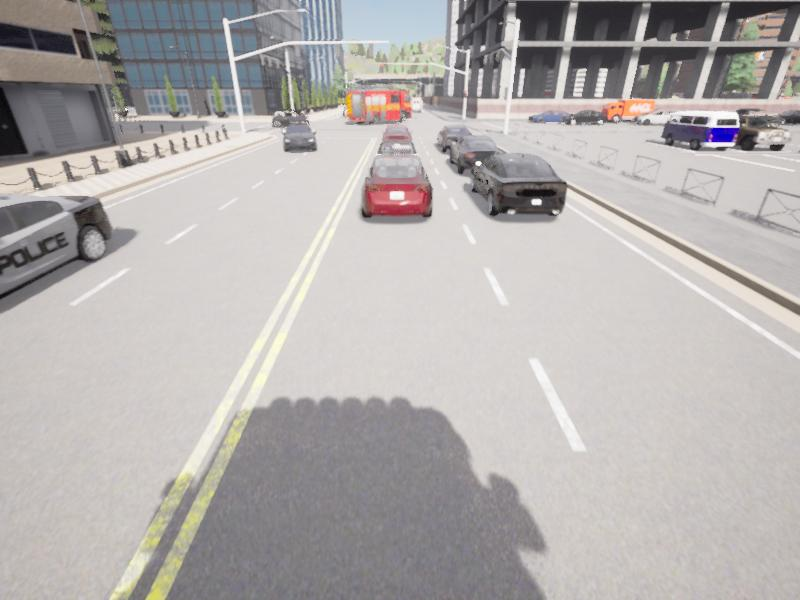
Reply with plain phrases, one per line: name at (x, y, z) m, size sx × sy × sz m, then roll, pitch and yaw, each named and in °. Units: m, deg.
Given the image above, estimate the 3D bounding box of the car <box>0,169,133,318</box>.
car at (-7.046, -0.818, 6.417) m, size 1.930 × 1.638 × 5.238 m, roll 0°, pitch 27°, yaw 0°

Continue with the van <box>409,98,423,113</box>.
van at (2.994, -37.028, 76.071) m, size 2.351 × 2.431 × 6.366 m, roll 0°, pitch 27°, yaw 0°

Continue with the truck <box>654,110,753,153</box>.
truck at (17.483, -9.967, 23.464) m, size 2.069 × 2.038 × 4.478 m, roll 0°, pitch 27°, yaw 0°

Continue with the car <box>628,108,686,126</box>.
car at (27.887, -19.943, 43.557) m, size 4.611 × 1.667 × 2.242 m, roll 0°, pitch 27°, yaw 0°

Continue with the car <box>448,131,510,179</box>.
car at (3.372, -6.636, 17.978) m, size 1.812 × 1.442 × 4.674 m, roll 0°, pitch 27°, yaw 0°

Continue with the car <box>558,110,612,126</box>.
car at (20.052, -19.836, 43.530) m, size 4.892 × 1.490 × 1.837 m, roll 0°, pitch 27°, yaw 0°

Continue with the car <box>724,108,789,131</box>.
car at (33.150, -16.861, 37.324) m, size 3.866 × 1.878 × 1.905 m, roll 0°, pitch 27°, yaw 0°

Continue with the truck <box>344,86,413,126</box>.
truck at (-2.244, -22.415, 46.023) m, size 2.891 × 3.827 × 8.468 m, roll 20°, pitch 33°, yaw 33°

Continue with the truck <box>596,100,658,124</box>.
truck at (26.217, -21.891, 46.474) m, size 5.204 × 2.467 × 2.627 m, roll 0°, pitch 27°, yaw 0°

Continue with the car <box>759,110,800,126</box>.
car at (42.746, -19.937, 43.716) m, size 5.008 × 1.535 × 1.882 m, roll 0°, pitch 27°, yaw 0°

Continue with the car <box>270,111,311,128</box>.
car at (-11.036, -18.297, 40.550) m, size 3.806 × 1.475 × 1.970 m, roll -5°, pitch 28°, yaw -10°

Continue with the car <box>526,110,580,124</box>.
car at (17.772, -21.382, 46.649) m, size 5.357 × 1.411 × 2.033 m, roll 0°, pitch 27°, yaw 0°

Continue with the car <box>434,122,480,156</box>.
car at (3.335, -9.932, 24.450) m, size 2.033 × 1.411 × 5.357 m, roll 0°, pitch 27°, yaw 0°

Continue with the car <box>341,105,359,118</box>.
car at (-7.399, -28.118, 59.574) m, size 2.033 × 1.649 × 4.856 m, roll 0°, pitch 27°, yaw 0°

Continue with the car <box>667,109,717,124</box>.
car at (34.099, -21.477, 46.768) m, size 4.193 × 1.474 × 1.816 m, roll 0°, pitch 27°, yaw 0°

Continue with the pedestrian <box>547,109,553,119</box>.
pedestrian at (19.459, -24.078, 51.841) m, size 0.500 × 1.100 × 0.500 m, roll 0°, pitch 27°, yaw 0°

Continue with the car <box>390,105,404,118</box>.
car at (-0.400, -28.204, 59.875) m, size 2.038 × 1.542 × 4.974 m, roll 0°, pitch 27°, yaw 0°

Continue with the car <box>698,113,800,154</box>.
car at (20.378, -9.917, 23.576) m, size 1.932 × 1.855 × 4.605 m, roll 0°, pitch 27°, yaw 0°

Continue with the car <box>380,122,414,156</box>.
car at (-0.168, -9.680, 23.899) m, size 1.812 × 1.442 × 4.674 m, roll 0°, pitch 27°, yaw 0°

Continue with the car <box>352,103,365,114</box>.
car at (-7.485, -34.803, 72.587) m, size 2.033 × 1.649 × 4.856 m, roll 0°, pitch 27°, yaw 0°

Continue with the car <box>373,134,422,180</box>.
car at (-0.121, -6.430, 17.733) m, size 1.895 × 1.301 × 4.718 m, roll 0°, pitch 27°, yaw 0°

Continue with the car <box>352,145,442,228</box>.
car at (-0.085, -3.602, 12.023) m, size 2.163 × 1.488 × 4.792 m, roll 0°, pitch 27°, yaw 0°

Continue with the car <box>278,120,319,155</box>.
car at (-6.119, -10.013, 24.446) m, size 2.038 × 1.542 × 4.974 m, roll -5°, pitch 28°, yaw -10°

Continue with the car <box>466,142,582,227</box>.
car at (3.415, -3.719, 12.196) m, size 1.882 × 1.535 × 5.008 m, roll 0°, pitch 27°, yaw 0°
